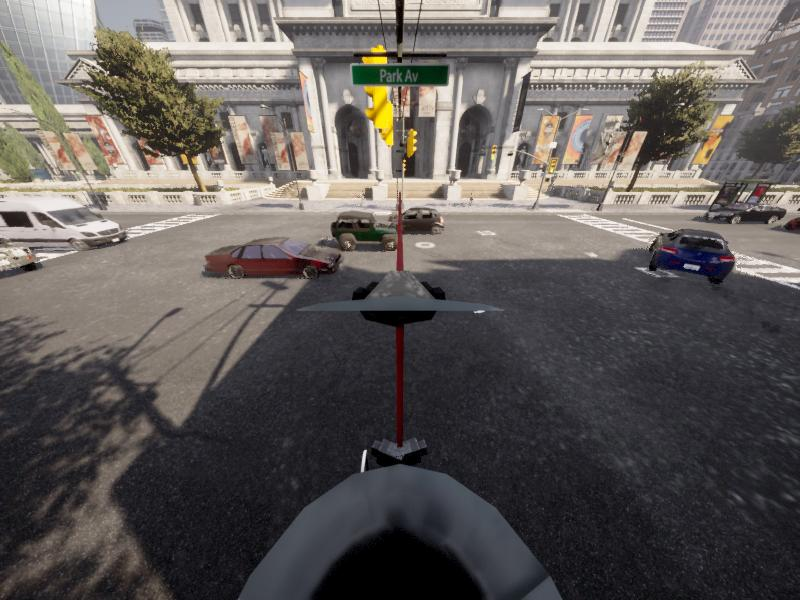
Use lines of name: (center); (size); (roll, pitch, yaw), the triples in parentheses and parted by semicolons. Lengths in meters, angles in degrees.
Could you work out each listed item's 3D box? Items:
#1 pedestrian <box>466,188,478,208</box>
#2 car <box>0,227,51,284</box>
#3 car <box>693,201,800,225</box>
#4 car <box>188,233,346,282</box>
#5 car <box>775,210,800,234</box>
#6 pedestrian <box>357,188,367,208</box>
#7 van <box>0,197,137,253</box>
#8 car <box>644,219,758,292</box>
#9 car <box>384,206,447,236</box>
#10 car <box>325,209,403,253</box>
pedestrian: (7.684, -10.959, 24.774); (0.751, 1.860, 0.751); (-4, 30, -7)
car: (-17.976, -1.841, 9.306); (4.605, 1.855, 1.932); (5, 30, 7)
car: (27.895, -7.060, 18.722); (4.902, 1.511, 2.128); (0, 30, 0)
car: (-5.253, -1.870, 9.850); (5.357, 1.411, 2.033); (0, 30, 0)
car: (29.592, -5.249, 15.728); (4.181, 1.385, 1.994); (0, 30, 0)
pedestrian: (-4.058, -10.861, 24.604); (0.751, 1.860, 0.751); (0, 30, 0)
van: (-19.061, -4.159, 12.672); (5.915, 2.561, 1.988); (0, 30, 0)
car: (12.976, -2.291, 10.351); (2.152, 1.651, 5.027); (26, 39, 38)
car: (0.992, -5.443, 15.827); (3.988, 1.617, 1.851); (0, 30, 0)
car: (-1.798, -3.827, 12.736); (3.866, 1.878, 1.905); (1, 30, 0)
